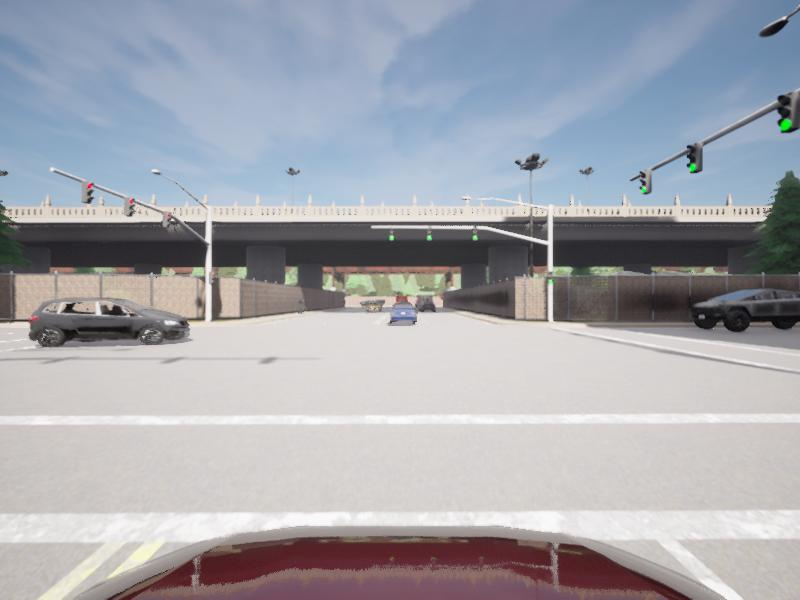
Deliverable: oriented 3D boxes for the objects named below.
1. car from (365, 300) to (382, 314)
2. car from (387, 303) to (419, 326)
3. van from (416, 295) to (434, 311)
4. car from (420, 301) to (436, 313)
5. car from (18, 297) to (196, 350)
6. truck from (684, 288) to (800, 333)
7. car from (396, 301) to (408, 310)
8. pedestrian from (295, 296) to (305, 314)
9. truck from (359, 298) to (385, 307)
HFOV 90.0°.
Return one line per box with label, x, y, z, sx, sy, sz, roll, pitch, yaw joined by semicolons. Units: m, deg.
car;-3.288;0.849;50.819;1.801;1.575;5.366;0;0;0
car;0.201;0.916;27.925;2.033;1.411;5.357;0;0;0
van;3.758;0.436;61.881;2.351;2.431;6.366;0;0;0
car;3.722;0.893;53.390;1.837;1.490;4.892;0;0;0
car;-10.123;0.745;14.295;4.611;1.667;2.242;0;0;-13
truck;18.288;0.506;20.115;6.274;2.098;2.390;0;0;0
car;0.287;0.860;69.277;2.038;1.542;4.974;0;0;0
pedestrian;-10.617;0.524;42.504;0.751;1.860;0.751;0;0;6
truck;-6.840;0.630;97.670;6.274;2.098;2.390;0;0;0
